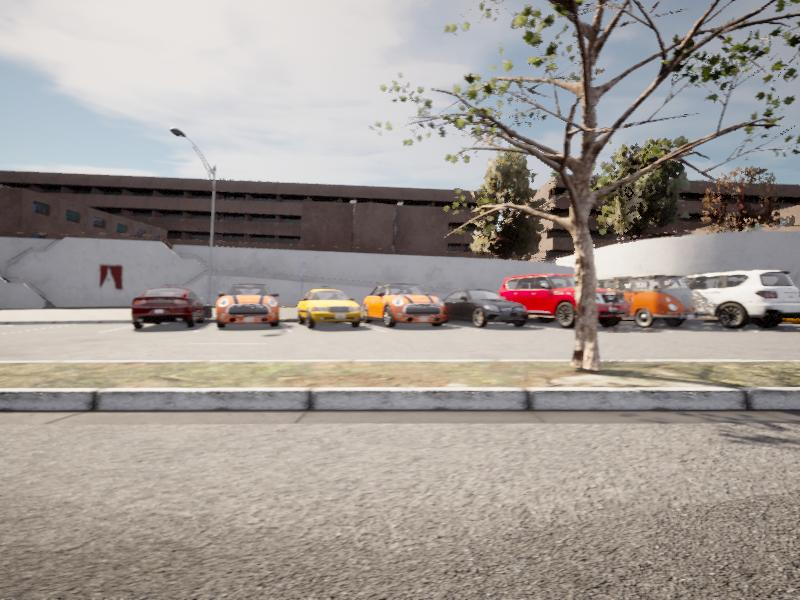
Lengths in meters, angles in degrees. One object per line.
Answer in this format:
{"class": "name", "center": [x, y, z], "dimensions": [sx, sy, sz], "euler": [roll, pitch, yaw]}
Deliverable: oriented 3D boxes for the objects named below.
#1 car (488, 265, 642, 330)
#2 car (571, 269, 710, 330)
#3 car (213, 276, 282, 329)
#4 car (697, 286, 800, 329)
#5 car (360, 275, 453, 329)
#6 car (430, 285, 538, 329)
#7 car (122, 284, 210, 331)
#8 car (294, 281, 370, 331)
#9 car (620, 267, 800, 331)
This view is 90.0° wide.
{"class": "car", "center": [6.032, -0.019, 15.640], "dimensions": [2.435, 2.045, 5.566], "euler": [1, -1, -20]}
{"class": "car", "center": [9.034, 0.017, 15.555], "dimensions": [1.878, 1.987, 4.442], "euler": [1, -1, -20]}
{"class": "car", "center": [-5.898, 0.122, 15.699], "dimensions": [2.185, 1.767, 4.553], "euler": [0, -1, -20]}
{"class": "car", "center": [14.946, 0.285, 15.663], "dimensions": [2.097, 1.535, 5.008], "euler": [1, -1, -20]}
{"class": "car", "center": [0.053, 0.103, 15.695], "dimensions": [2.185, 1.767, 4.553], "euler": [0, -1, -20]}
{"class": "car", "center": [3.038, 0.267, 15.665], "dimensions": [2.002, 1.452, 4.674], "euler": [1, -1, -20]}
{"class": "car", "center": [-8.866, 0.266, 15.660], "dimensions": [2.097, 1.535, 5.008], "euler": [0, -1, -20]}
{"class": "car", "center": [-2.843, 0.228, 15.493], "dimensions": [1.946, 1.575, 5.366], "euler": [0, -1, -20]}
{"class": "car", "center": [11.957, 0.009, 15.687], "dimensions": [2.435, 2.045, 5.566], "euler": [0, -1, -20]}
